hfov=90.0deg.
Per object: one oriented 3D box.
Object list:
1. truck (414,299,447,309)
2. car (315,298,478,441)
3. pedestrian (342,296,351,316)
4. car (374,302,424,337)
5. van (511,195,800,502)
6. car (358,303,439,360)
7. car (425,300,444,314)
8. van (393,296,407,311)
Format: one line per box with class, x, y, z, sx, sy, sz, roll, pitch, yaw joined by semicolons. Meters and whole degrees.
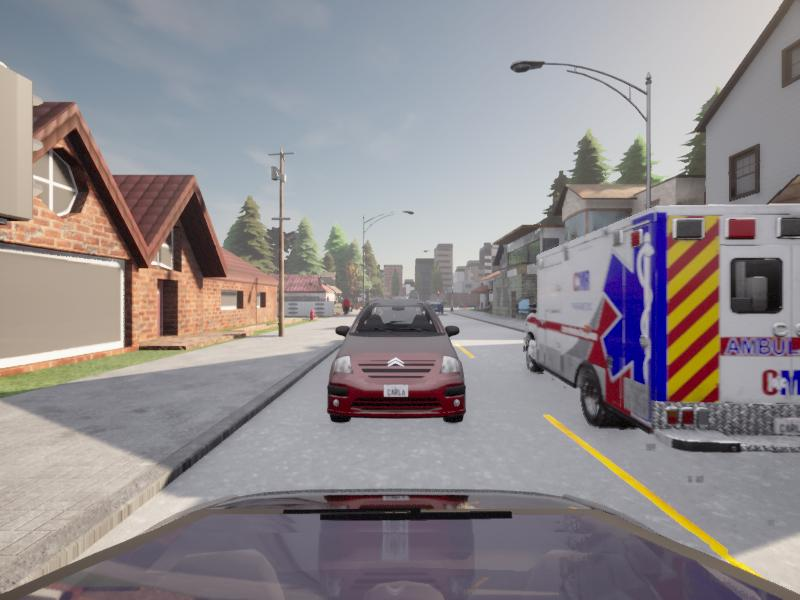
truck;6.219;0.759;81.165;6.274;2.098;2.390;0;0;30
car;-0.037;0.788;6.527;1.851;1.617;3.988;0;0;0
pedestrian;-4.858;0.533;36.345;0.751;1.860;0.751;0;0;2
car;-0.034;0.851;19.556;2.163;1.488;4.792;0;0;0
van;3.591;0.378;6.328;2.351;2.431;6.366;0;0;4
car;-0.035;0.851;13.090;2.163;1.488;4.792;0;0;0
car;3.974;0.823;46.951;1.882;1.535;5.008;0;0;0
van;-0.011;0.593;72.045;2.351;2.431;6.366;0;0;0
